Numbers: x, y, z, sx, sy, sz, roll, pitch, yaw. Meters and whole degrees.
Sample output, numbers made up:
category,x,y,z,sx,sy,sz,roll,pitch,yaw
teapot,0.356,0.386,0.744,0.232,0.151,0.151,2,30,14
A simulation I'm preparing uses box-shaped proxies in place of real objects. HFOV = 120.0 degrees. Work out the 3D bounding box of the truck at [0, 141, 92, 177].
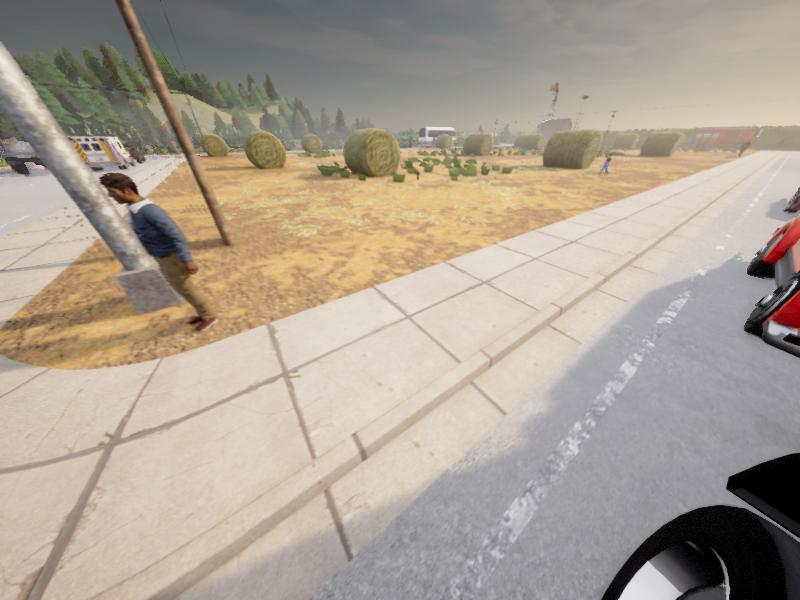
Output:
category,x,y,z,sx,sy,sz,roll,pitch,yaw
truck,-28.938,-11.717,18.948,2.390,2.098,6.274,-21,40,-27

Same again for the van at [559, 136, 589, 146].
category,x,y,z,sx,sy,sz,roll,pitch,yaw
van,51.453,-47.071,68.453,2.351,2.431,6.366,-21,40,-26

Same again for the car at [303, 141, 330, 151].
category,x,y,z,sx,sy,sz,roll,pitch,yaw
car,-17.572,-32.496,48.761,4.856,1.649,2.033,-19,39,-25

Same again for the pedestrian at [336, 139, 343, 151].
category,x,y,z,sx,sy,sz,roll,pitch,yaw
pedestrian,-11.203,-28.723,42.856,0.751,1.860,0.751,-19,39,-24

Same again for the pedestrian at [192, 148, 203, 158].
category,x,y,z,sx,sy,sz,roll,pitch,yaw
pedestrian,-26.763,-19.482,30.520,0.500,1.100,0.500,16,38,21

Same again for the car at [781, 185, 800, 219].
category,x,y,z,sx,sy,sz,roll,pitch,yaw
car,15.387,-3.659,7.844,4.181,1.385,1.994,-22,41,-28

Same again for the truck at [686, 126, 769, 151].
category,x,y,z,sx,sy,sz,roll,pitch,yaw
truck,65.120,-32.417,46.350,2.891,3.827,8.468,-21,40,-27

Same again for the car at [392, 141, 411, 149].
category,x,y,z,sx,sy,sz,roll,pitch,yaw
car,0.339,-36.373,54.306,4.193,1.474,1.816,-19,39,-25

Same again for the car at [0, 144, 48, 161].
category,x,y,z,sx,sy,sz,roll,pitch,yaw
car,-50.041,-18.753,29.398,5.238,1.638,1.930,-19,39,-25

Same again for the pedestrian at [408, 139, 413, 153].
category,x,y,z,sx,sy,sz,roll,pitch,yaw
pedestrian,1.734,-25.397,38.062,0.751,1.860,0.751,6,36,9

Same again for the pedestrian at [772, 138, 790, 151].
category,x,y,z,sx,sy,sz,roll,pitch,yaw
pedestrian,65.052,-26.622,39.476,0.751,1.860,0.751,-20,40,-25

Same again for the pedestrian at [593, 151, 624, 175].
category,x,y,z,sx,sy,sz,roll,pitch,yaw
pedestrian,13.588,-8.929,15.094,0.751,1.300,0.751,-3,35,-4

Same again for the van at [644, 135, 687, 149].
category,x,y,z,sx,sy,sz,roll,pitch,yaw
van,62.718,-37.533,54.731,1.988,2.561,5.915,-21,40,-27

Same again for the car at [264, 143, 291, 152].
category,x,y,z,sx,sy,sz,roll,pitch,yaw
car,-24.164,-30.123,45.557,4.193,1.474,1.816,-19,39,-25

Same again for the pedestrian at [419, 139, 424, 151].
category,x,y,z,sx,sy,sz,roll,pitch,yaw
pedestrian,3.997,-28.729,42.782,0.751,1.860,0.751,11,37,16

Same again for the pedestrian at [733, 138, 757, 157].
category,x,y,z,sx,sy,sz,roll,pitch,yaw
pedestrian,41.529,-18.345,27.836,0.751,1.860,0.751,-27,43,-33

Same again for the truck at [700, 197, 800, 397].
category,x,y,z,sx,sy,sz,roll,pitch,yaw
truck,6.682,-0.583,2.555,5.204,2.467,2.627,-22,41,-28

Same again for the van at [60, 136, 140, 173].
category,x,y,z,sx,sy,sz,roll,pitch,yaw
van,-26.393,-13.227,20.795,2.351,2.431,6.366,-21,40,-27

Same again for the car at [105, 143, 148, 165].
category,x,y,z,sx,sy,sz,roll,pitch,yaw
car,-30.413,-16.429,25.832,1.905,1.878,3.866,-21,40,-27

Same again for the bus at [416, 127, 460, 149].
category,x,y,z,sx,sy,sz,roll,pitch,yaw
bus,9.583,-40.832,58.179,10.273,4.253,3.944,-19,39,-25

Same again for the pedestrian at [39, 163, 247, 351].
category,x,y,z,sx,sy,sz,roll,pitch,yaw
pedestrian,-2.684,-0.451,2.657,0.751,1.860,0.751,22,41,29
